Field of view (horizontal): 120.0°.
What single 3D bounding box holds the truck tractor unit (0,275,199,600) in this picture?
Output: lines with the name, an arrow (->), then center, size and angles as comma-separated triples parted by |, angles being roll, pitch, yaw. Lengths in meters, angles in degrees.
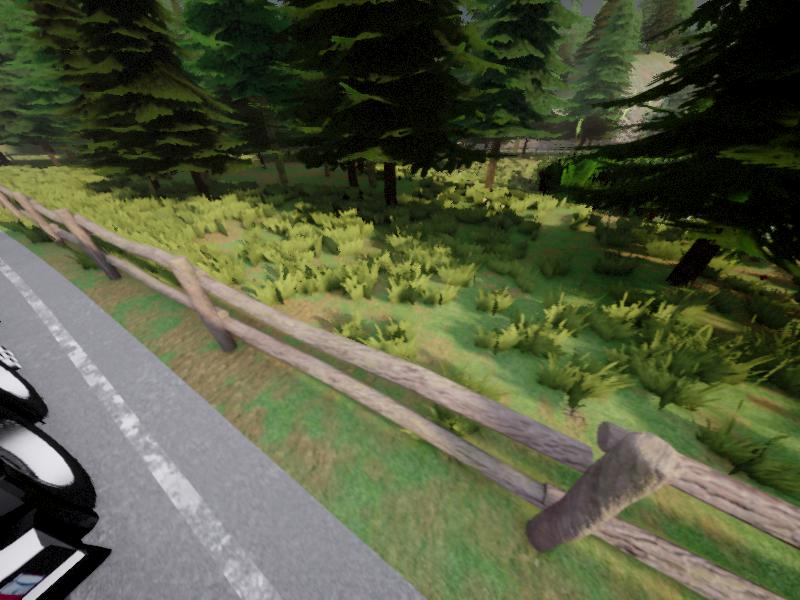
truck tractor unit -> -5.127, -0.285, 0.749 | 6.516, 4.208, 3.053 | 18, 39, 23
